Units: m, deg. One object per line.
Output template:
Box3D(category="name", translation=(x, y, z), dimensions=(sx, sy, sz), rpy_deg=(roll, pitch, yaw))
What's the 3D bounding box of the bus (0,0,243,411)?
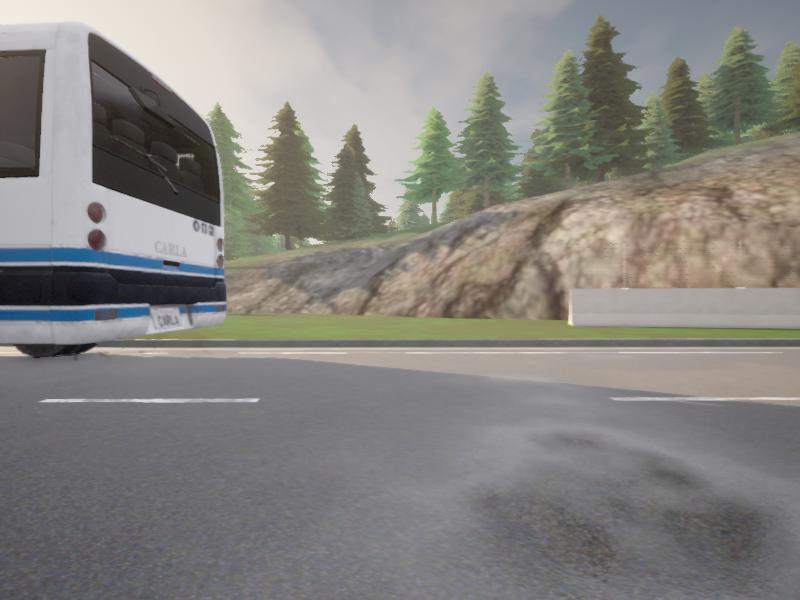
Box3D(category="bus", translation=(-8.220, -1.133, 5.884), dimensions=(10.273, 4.253, 3.944), rpy_deg=(0, 0, 3))
